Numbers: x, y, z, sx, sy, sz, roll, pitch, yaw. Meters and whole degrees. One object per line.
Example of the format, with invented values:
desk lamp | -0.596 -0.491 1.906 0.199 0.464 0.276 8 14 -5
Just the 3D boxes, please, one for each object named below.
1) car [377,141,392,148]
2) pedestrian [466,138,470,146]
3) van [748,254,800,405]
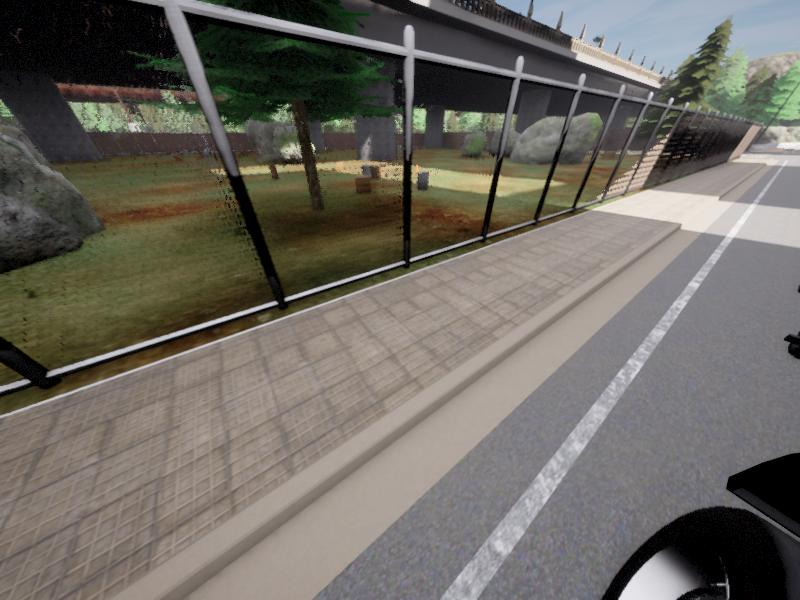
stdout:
car | -4.281 -42.884 63.602 3.705 1.549 1.789 -6 36 -8
pedestrian | 20.772 -48.218 70.411 0.751 1.860 0.751 19 39 25
van | 6.328 -0.152 2.322 4.480 2.038 2.069 -21 40 -27
